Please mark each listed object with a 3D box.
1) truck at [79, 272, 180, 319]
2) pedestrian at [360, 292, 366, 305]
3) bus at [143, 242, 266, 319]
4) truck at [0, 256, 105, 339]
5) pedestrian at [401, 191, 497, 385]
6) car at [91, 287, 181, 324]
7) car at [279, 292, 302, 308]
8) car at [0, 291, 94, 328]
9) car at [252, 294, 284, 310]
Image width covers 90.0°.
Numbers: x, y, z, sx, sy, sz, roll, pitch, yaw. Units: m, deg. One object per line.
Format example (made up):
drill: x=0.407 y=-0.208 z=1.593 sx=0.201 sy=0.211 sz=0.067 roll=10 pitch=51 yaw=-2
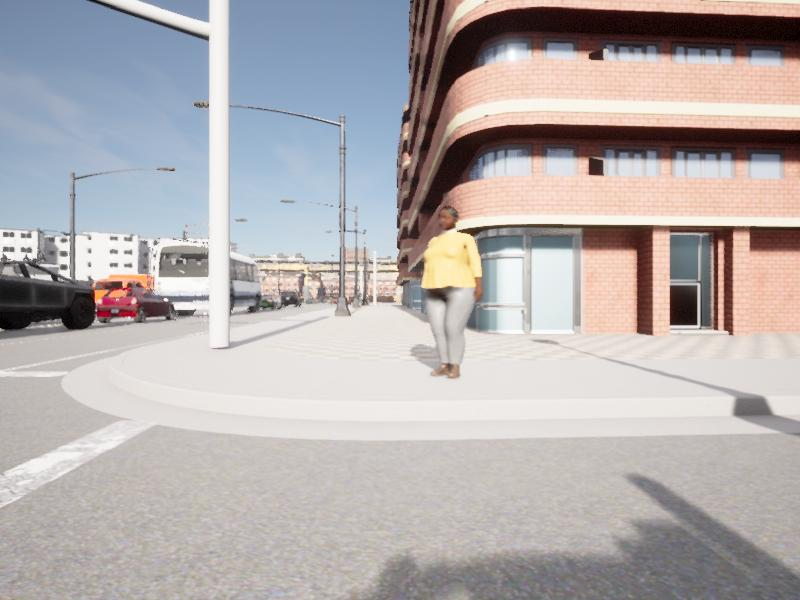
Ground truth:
truck: x=-15.589 y=-0.247 z=23.549 sx=2.627 sy=2.467 sz=5.204 roll=0 pitch=0 yaw=-4
pedestrian: x=-5.338 y=-0.152 z=57.172 sx=0.751 sy=1.860 sz=0.751 roll=0 pitch=0 yaw=-12
bus: x=-12.498 y=-1.131 z=27.234 sx=3.944 sy=4.253 sz=10.273 roll=0 pitch=1 yaw=-4
truck: x=-11.324 y=-0.062 z=10.878 sx=2.390 sy=2.098 sz=6.274 roll=0 pitch=0 yaw=-5
pedestrian: x=0.535 y=-0.114 z=4.369 sx=0.751 sy=1.860 sz=0.751 roll=0 pitch=0 yaw=41
car: x=-11.668 y=0.224 z=17.981 sx=1.845 sy=1.501 sz=3.633 roll=0 pitch=0 yaw=-4
car: x=-14.218 y=-0.030 z=52.219 sx=2.150 sy=2.045 sz=5.566 roll=0 pitch=0 yaw=-6
car: x=-15.052 y=0.340 z=16.264 sx=1.895 sy=1.301 sz=4.718 roll=0 pitch=0 yaw=-4
car: x=-13.267 y=0.225 z=40.568 sx=2.038 sy=1.542 sz=4.974 roll=0 pitch=0 yaw=-5
